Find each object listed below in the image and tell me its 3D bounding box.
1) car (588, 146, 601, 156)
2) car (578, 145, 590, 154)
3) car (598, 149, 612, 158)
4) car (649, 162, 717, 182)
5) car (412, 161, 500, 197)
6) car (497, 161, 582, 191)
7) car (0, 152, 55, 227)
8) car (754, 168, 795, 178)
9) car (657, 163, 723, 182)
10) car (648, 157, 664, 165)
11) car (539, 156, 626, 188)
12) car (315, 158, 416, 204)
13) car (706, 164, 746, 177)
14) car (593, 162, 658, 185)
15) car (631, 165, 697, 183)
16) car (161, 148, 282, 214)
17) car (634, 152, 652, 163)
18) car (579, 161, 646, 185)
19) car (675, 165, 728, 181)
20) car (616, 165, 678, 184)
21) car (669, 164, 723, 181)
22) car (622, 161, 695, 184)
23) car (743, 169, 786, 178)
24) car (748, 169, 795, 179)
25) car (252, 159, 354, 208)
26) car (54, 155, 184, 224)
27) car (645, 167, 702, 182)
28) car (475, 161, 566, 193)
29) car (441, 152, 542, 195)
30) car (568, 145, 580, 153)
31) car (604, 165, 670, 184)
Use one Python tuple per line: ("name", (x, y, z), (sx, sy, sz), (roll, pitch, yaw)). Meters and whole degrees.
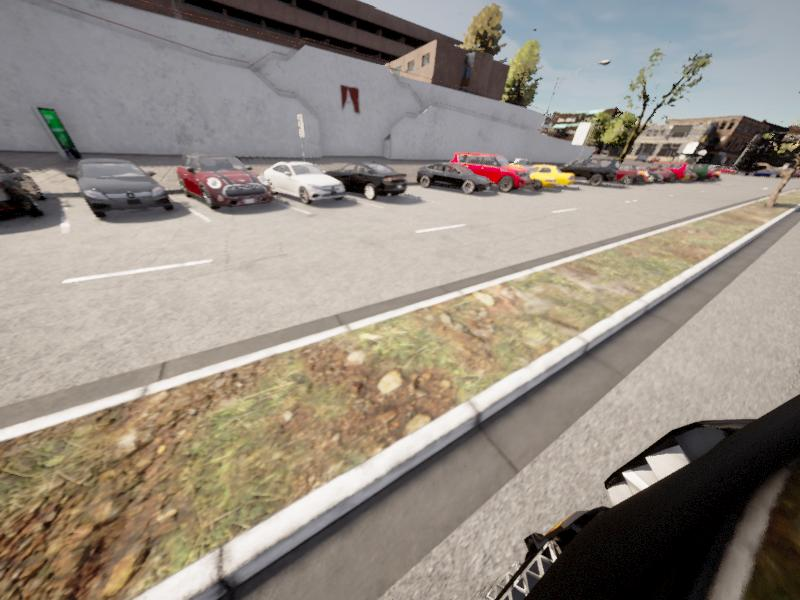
("car", (57.788, -44.247, 68.643), (1.878, 1.987, 4.442), (32, 42, 28))
("car", (56.318, -45.979, 70.645), (1.878, 1.987, 4.442), (32, 42, 28))
("car", (59.290, -42.383, 66.855), (2.231, 1.521, 4.892), (32, 42, 28))
("car", (39.666, -18.195, 32.740), (5.566, 2.045, 2.435), (26, 40, 32))
("car", (3.328, -7.717, 14.476), (4.792, 1.488, 2.163), (26, 39, 32))
("car", (10.952, -10.043, 18.490), (5.366, 1.575, 1.946), (26, 40, 32))
("car", (-12.312, -3.296, 6.644), (4.792, 1.488, 2.163), (26, 40, 32))
("car", (86.876, -29.548, 53.711), (2.185, 1.767, 4.553), (-26, 42, -37))
("car", (42.328, -18.893, 34.025), (5.566, 2.045, 2.435), (26, 39, 32))
("car", (65.158, -35.439, 58.891), (2.002, 1.452, 4.674), (32, 42, 28))
("car", (16.272, -11.663, 20.892), (5.566, 2.045, 2.435), (26, 40, 32))
("car", (-1.888, -6.259, 11.855), (5.008, 1.535, 2.097), (26, 40, 32))
("car", (64.110, -25.564, 45.550), (1.851, 1.617, 3.988), (-9, 38, -20))
("car", (24.062, -13.755, 24.914), (4.553, 1.767, 2.185), (26, 39, 32))
("car", (34.326, -16.606, 30.329), (5.366, 1.575, 1.946), (26, 40, 32))
("car", (-7.105, -4.900, 9.193), (4.553, 1.767, 2.185), (26, 39, 32))
("car", (63.739, -37.409, 60.732), (2.435, 2.045, 5.566), (32, 42, 28))
("car", (21.510, -13.000, 23.560), (4.553, 1.767, 2.185), (26, 40, 32))
("car", (47.569, -20.195, 36.677), (4.553, 1.767, 2.185), (27, 40, 32))
("car", (29.246, -15.073, 27.626), (4.792, 1.488, 2.163), (26, 40, 32))
("car", (45.011, -19.548, 35.293), (4.442, 1.987, 1.878), (26, 39, 32))
("car", (31.856, -16.033, 28.793), (5.566, 2.045, 2.435), (26, 40, 32))
("car", (81.359, -28.335, 51.713), (2.163, 1.488, 4.792), (-27, 43, -37))
("car", (84.271, -28.777, 52.546), (1.946, 1.575, 5.366), (-26, 43, -38))
("car", (-4.491, -5.489, 10.577), (4.674, 1.452, 2.002), (26, 39, 32))
("car", (-9.684, -4.011, 7.960), (4.674, 1.452, 2.002), (26, 39, 32))
("car", (37.071, -17.219, 31.567), (4.674, 1.452, 2.002), (26, 40, 32))
("car", (8.645, -9.169, 16.990), (5.366, 1.575, 1.946), (26, 39, 32))
("car", (5.937, -8.696, 15.633), (5.566, 2.045, 2.435), (26, 39, 32))
("car", (55.016, -47.652, 72.979), (1.946, 1.575, 5.366), (32, 42, 28))
("car", (26.674, -14.366, 26.287), (4.892, 1.521, 2.231), (26, 39, 32))
